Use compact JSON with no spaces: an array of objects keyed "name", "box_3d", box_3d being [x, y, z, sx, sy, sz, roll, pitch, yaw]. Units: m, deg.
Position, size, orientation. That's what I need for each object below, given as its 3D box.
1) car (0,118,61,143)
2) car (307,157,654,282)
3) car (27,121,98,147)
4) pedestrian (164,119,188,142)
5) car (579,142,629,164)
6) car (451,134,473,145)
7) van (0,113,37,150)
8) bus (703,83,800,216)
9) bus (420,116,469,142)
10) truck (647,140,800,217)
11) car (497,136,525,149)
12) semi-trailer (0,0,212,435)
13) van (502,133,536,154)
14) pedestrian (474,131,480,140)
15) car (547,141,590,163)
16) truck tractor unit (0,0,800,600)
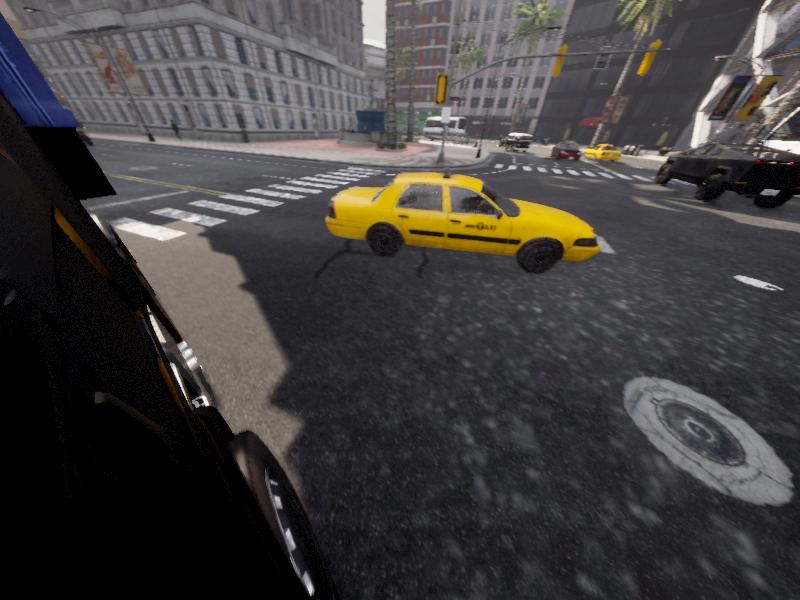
[{"name":"car","box_3d":[-33.948,-15.311,20.791,5.366,1.575,1.801,15,39,16]},{"name":"car","box_3d":[1.163,-1.855,4.856,5.366,1.575,1.801,8,37,7]},{"name":"car","box_3d":[-27.426,-13.543,18.829,3.705,1.549,1.789,15,39,16]},{"name":"pedestrian","box_3d":[-22.469,-17.007,23.183,0.751,1.860,0.751,12,38,13]},{"name":"car","box_3d":[20.954,-15.397,24.054,1.801,1.575,5.366,11,38,11]},{"name":"car","box_3d":[11.431,-29.907,42.906,1.845,1.501,3.633,-17,41,-25]},{"name":"van","box_3d":[-28.525,-11.752,16.016,4.442,1.987,1.775,15,39,16]},{"name":"bus","box_3d":[17.260,-4.806,7.486,3.944,4.253,10.273,15,39,16]},{"name":"bus","box_3d":[9.822,-39.272,53.034,3.944,4.253,10.273,-28,46,-35]},{"name":"truck","box_3d":[14.917,-5.956,10.682,2.390,2.098,6.274,15,39,16]},{"name":"car","box_3d":[17.814,-25.420,37.330,1.970,1.475,3.806,-7,38,-13]},{"name":"semi-trailer","box_3d":[-9.449,-2.938,3.319,14.254,4.402,2.717,19,39,20]},{"name":"van","box_3d":[15.132,-20.179,29.720,2.069,2.038,4.480,3,36,0]},{"name":"pedestrian","box_3d":[19.824,-42.460,59.561,0.751,1.860,0.751,-28,47,-34]},{"name":"car","box_3d":[17.248,-15.436,23.977,2.163,1.488,4.792,11,38,11]},{"name":"truck tractor unit","box_3d":[-2.645,-0.295,0.351,6.516,4.208,3.053,28,44,30]}]
